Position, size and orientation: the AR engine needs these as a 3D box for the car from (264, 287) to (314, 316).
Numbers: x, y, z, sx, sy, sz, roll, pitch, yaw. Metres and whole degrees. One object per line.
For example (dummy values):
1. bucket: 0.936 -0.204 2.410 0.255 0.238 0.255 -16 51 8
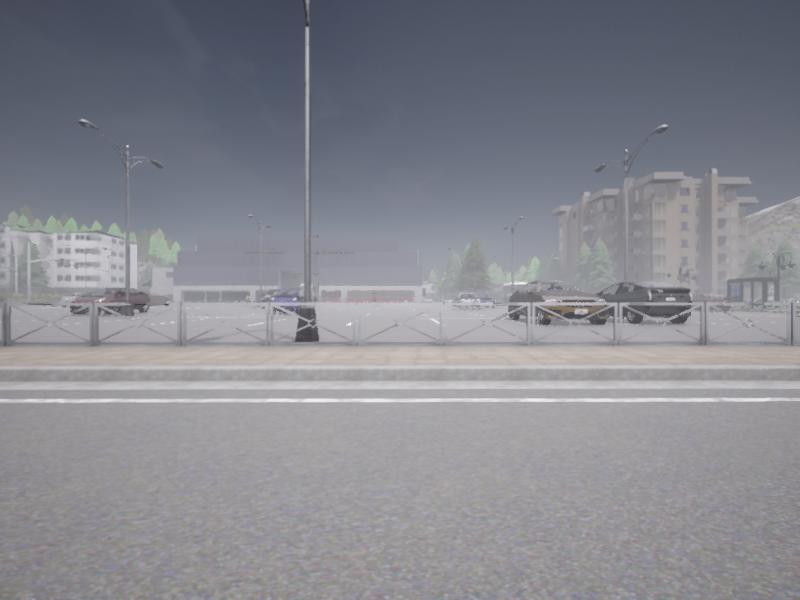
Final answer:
1. car: -6.199 0.070 22.729 1.845 1.501 3.633 0 0 -1

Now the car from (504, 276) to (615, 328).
1. car: 5.708 0.069 15.150 2.152 1.636 5.027 0 0 -1

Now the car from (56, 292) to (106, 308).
1. car: -32.069 0.009 40.337 1.970 1.475 3.806 0 0 -1

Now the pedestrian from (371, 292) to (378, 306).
1. pedestrian: -3.242 -0.126 51.023 0.751 1.860 0.751 0 0 -1

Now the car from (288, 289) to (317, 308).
1. car: -9.958 -0.148 41.249 1.932 1.855 4.605 0 0 -1

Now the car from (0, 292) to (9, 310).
1. car: -35.675 0.078 33.259 2.007 1.523 4.514 0 0 -1

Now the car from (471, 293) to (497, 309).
1. car: 8.627 0.109 41.261 1.845 1.501 3.633 0 0 -1

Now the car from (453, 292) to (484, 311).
1. car: 5.706 0.123 33.816 1.970 1.475 3.806 0 0 -1

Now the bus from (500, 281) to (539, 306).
1. bus: 22.105 -1.160 74.856 3.944 4.253 10.273 0 0 -1

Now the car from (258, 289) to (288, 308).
1. car: -12.860 -0.166 40.814 1.905 1.878 3.866 0 0 -1

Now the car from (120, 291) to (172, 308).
1. car: -25.654 -0.076 40.712 2.152 1.636 5.027 0 0 -1

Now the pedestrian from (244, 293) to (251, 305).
1. pedestrian: -24.111 -0.106 63.293 0.751 1.860 0.751 0 0 2

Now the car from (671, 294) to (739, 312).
1. car: 26.203 0.226 34.660 2.163 1.488 4.792 0 0 -1

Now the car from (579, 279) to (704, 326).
1. car: 8.844 0.075 15.227 2.007 1.523 4.514 0 0 -1

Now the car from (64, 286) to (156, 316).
1. car: -16.192 0.059 22.691 2.007 1.523 4.514 0 0 -1
